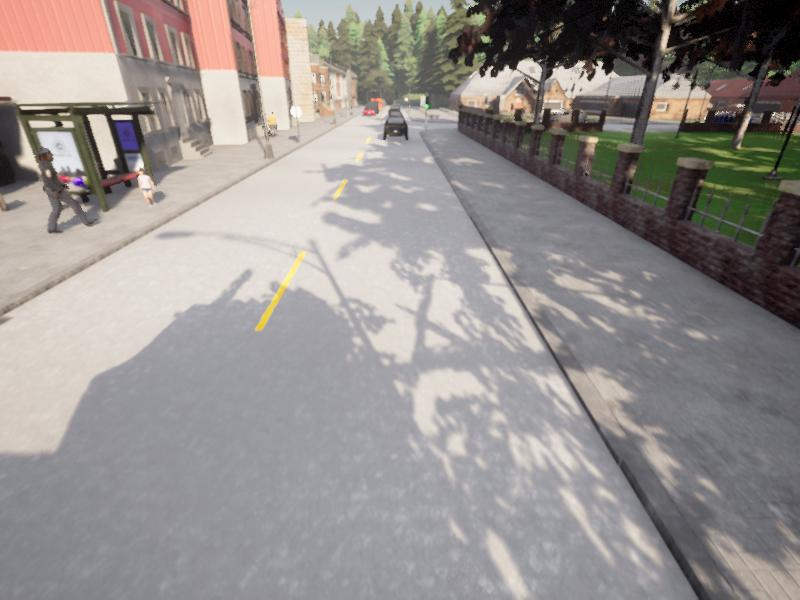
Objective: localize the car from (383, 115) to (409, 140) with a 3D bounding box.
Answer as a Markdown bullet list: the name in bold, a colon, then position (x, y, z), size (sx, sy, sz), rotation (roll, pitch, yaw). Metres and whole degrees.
- **car**: position (-0.324, -13.648, 31.518), size (1.882, 1.535, 5.008), rotation (0, 27, 0)

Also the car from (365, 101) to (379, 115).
- **car**: position (-4.773, -33.647, 69.860), size (2.150, 2.045, 5.566), rotation (0, 27, -1)

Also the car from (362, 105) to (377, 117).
- **car**: position (-4.686, -29.673, 62.686), size (2.007, 1.525, 4.514), rotation (0, 27, -1)

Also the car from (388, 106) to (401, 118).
- **car**: position (-0.727, -28.131, 59.750), size (1.837, 1.490, 4.892), rotation (0, 27, 0)

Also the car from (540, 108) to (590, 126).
- **car**: position (18.664, -20.788, 45.433), size (4.611, 1.667, 2.242), rotation (0, 27, 0)

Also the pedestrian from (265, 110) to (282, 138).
- **pedestrian**: position (-9.388, -13.071, 29.683), size (0.751, 1.860, 0.751), rotation (3, 27, 5)

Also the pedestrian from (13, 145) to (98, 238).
- **pedestrian**: position (-7.738, -2.464, 9.052), size (0.751, 1.860, 0.751), rotation (17, 32, 29)

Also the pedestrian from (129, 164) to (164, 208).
- **pedestrian**: position (-7.243, -3.272, 11.460), size (0.500, 1.100, 0.500), rotation (-7, 28, -14)

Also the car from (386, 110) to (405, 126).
- **car**: position (-0.487, -20.518, 45.046), size (2.033, 1.411, 5.357), rotation (0, 27, -1)

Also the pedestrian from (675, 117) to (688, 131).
- **pedestrian**: position (26.293, -16.451, 37.398), size (0.500, 1.100, 0.500), rotation (0, 27, 0)

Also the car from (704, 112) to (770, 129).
- **car**: position (35.379, -18.940, 42.123), size (5.008, 1.535, 1.882), rotation (0, 27, -1)
